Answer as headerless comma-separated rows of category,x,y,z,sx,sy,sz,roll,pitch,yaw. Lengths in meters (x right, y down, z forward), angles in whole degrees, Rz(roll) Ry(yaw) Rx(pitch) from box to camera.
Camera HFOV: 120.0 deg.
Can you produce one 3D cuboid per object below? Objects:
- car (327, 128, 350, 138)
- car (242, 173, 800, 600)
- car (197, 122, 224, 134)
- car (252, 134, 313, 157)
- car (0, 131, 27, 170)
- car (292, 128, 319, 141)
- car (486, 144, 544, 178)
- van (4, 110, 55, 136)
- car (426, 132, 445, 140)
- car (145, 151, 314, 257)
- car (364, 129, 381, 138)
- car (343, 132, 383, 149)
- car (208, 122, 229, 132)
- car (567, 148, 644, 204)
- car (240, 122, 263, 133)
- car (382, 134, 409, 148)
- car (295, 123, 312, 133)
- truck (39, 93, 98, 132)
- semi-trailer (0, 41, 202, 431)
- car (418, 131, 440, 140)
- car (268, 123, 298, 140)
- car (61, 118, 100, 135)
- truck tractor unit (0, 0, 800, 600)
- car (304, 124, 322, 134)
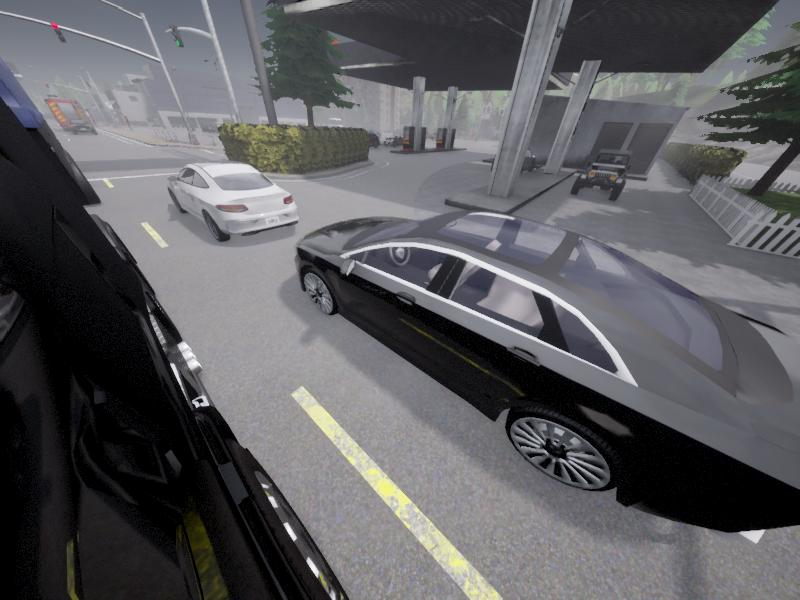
car,-12.701,-34.435,47.559,4.514,1.523,2.007,28,43,29
car,0.630,-0.190,2.677,4.902,1.511,2.128,28,44,30
car,-33.320,-30.210,40.610,4.514,1.523,2.007,28,43,29
car,-10.134,-13.616,20.276,1.816,1.474,4.193,28,44,30
car,-20.477,-6.528,10.137,1.994,1.385,4.181,29,44,29
car,-14.645,-25.742,35.931,3.806,1.475,1.970,28,43,29
car,8.573,-10.384,17.092,2.242,1.667,4.611,28,43,29
van,-40.183,-19.301,25.168,4.480,2.038,2.069,28,44,30
car,9.118,-42.335,59.560,4.514,1.523,2.007,28,43,29
car,-4.554,-2.836,6.095,4.674,1.442,1.812,28,43,29
car,-6.298,-38.819,53.855,3.633,1.501,1.845,28,43,29
car,-4.673,-20.682,29.929,2.033,1.649,4.856,28,44,30
car,-36.406,-34.743,46.358,3.806,1.475,1.970,28,43,29
car,10.170,-6.302,11.463,1.905,1.878,3.866,28,43,29
car,-32.560,-37.775,50.519,5.027,1.636,2.152,28,43,29
car,-0.617,-23.403,33.945,1.970,1.475,3.806,28,44,30
car,-24.399,-43.493,58.545,3.866,1.878,1.905,28,43,29
truck,-45.903,-25.800,31.997,8.468,3.827,2.891,28,44,30
semi-trailer,-8.713,-3.598,4.209,14.254,4.402,2.717,28,44,30
car,7.159,-40.934,57.550,5.027,1.636,2.152,28,43,29
car,-17.224,-24.747,33.965,3.866,1.878,1.905,28,43,29
car,-39.104,-21.250,28.266,4.974,1.542,2.038,28,44,30
truck tractor unit,-2.645,-0.295,0.351,6.516,4.208,3.053,28,44,30
car,-22.865,-44.929,60.594,4.605,1.855,1.932,28,43,29
